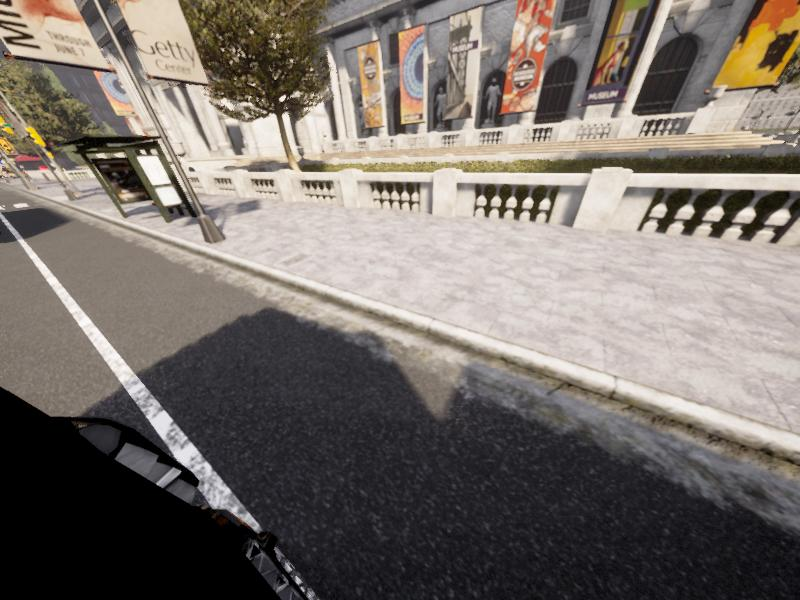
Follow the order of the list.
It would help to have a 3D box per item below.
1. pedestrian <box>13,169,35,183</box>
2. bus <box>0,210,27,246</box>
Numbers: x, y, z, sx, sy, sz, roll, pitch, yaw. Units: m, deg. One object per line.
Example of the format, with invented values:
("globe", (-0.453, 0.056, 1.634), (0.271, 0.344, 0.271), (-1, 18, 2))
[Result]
("pedestrian", (-58.897, -19.458, 36.201), (0.751, 1.860, 0.751), (-26, 40, -30))
("bus", (-18.774, -4.200, 8.010), (10.273, 4.253, 3.944), (16, 38, 27))
